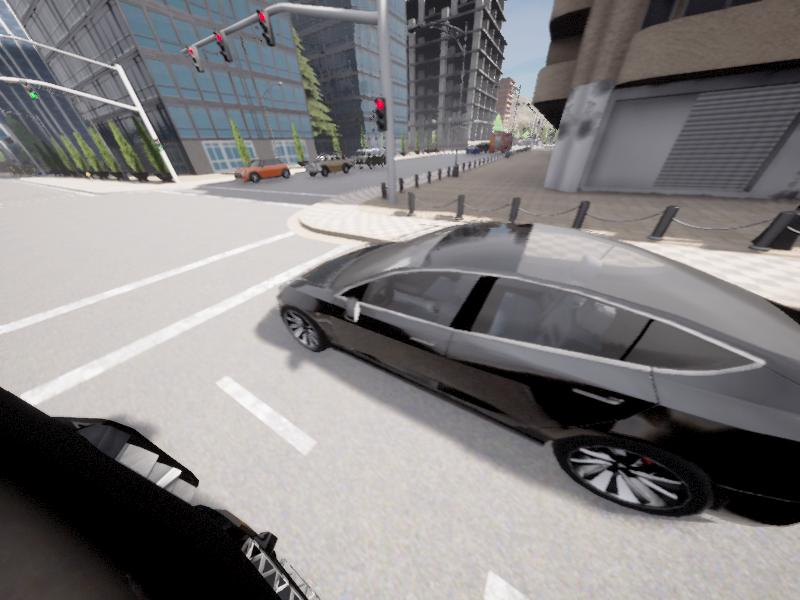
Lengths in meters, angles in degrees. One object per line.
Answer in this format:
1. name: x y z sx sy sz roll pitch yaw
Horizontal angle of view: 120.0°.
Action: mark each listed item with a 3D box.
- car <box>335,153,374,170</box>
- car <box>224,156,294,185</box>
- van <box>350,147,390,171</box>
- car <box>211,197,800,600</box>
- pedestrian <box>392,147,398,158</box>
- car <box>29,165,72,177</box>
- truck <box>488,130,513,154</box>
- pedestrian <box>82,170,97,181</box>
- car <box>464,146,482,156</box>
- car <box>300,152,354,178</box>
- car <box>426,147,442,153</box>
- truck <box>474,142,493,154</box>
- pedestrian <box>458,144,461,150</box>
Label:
1. car: -5.652 -17.765 29.530 2.128 1.511 4.902 16 38 26
2. car: -12.223 -11.524 20.392 2.097 1.767 4.553 17 38 27
3. van: -3.351 -16.419 26.864 2.069 2.038 4.480 16 38 26
4. car: 0.653 -0.012 2.555 4.792 1.488 2.163 16 38 26
5. pedestrian: -0.924 -28.477 44.629 0.751 1.860 0.751 20 40 30
6. car: -73.951 -27.371 48.914 2.242 1.667 4.611 18 39 28
7. truck: 21.831 -34.070 49.891 2.891 3.827 8.468 16 38 26
8. pedestrian: -36.951 -14.774 27.491 0.500 1.100 0.500 16 38 25
9. car: 14.707 -29.935 46.274 1.882 1.535 5.008 16 38 26
10. car: -6.805 -12.995 22.126 1.932 1.855 4.605 16 38 26
11. car: 10.666 -47.314 72.958 4.718 1.301 1.895 16 38 26
12. truck: 18.658 -34.028 51.620 2.390 2.098 6.274 16 38 26
13. pedestrian: 21.192 -54.473 82.109 0.751 1.860 0.751 22 41 32
